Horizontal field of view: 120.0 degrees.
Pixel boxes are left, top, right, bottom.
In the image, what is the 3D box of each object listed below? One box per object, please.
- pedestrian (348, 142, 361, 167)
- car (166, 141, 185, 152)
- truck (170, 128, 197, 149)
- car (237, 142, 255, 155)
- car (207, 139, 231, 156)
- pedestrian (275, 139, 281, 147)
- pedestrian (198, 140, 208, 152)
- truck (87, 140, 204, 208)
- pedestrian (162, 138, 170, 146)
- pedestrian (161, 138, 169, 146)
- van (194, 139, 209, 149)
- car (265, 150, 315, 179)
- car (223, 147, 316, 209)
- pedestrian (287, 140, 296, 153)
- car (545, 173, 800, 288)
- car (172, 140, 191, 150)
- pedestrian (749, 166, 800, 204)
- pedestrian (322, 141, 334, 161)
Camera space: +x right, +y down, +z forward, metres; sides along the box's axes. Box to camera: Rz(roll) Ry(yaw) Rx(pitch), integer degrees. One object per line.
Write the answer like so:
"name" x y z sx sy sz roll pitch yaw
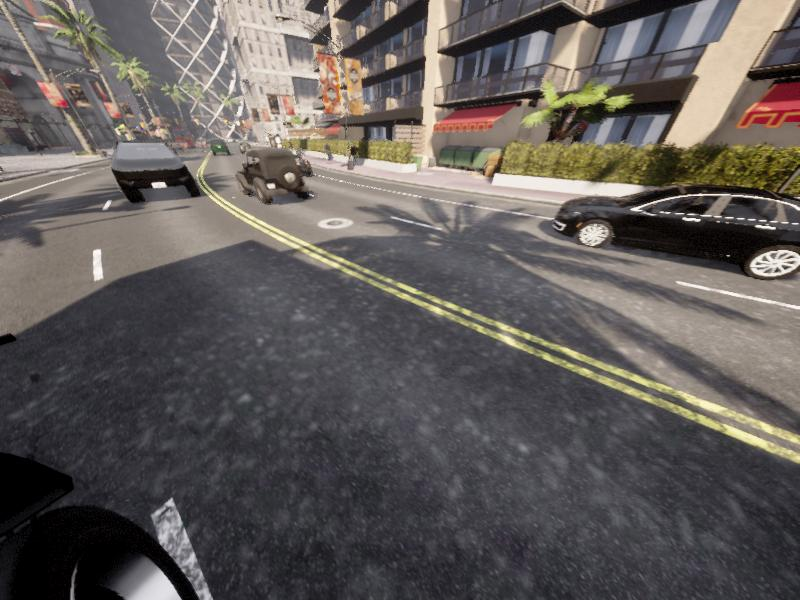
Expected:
"pedestrian" -4.083 -13.163 20.858 0.751 1.860 0.751 -23 41 -30
"car" -41.935 -28.722 43.223 1.789 1.549 3.705 -20 40 -27
"truck" -53.509 -40.058 57.346 2.891 3.827 8.468 -20 40 -27
"car" -25.378 -24.988 38.059 1.851 1.617 3.988 -20 40 -27
"car" -27.304 -23.162 35.028 2.150 2.045 5.566 -19 39 -25
"pedestrian" -35.209 -45.237 66.707 0.751 1.860 0.751 -26 43 -32
"pedestrian" -36.509 -28.552 42.755 0.751 1.860 0.751 -21 40 -27
"truck" -11.494 -6.208 10.880 2.390 2.098 6.274 -25 42 -32
"pedestrian" -65.209 -44.038 64.309 0.751 1.860 0.751 -27 43 -34
"pedestrian" -64.948 -43.693 63.817 0.751 1.860 0.751 -5 35 -8
"van" -46.208 -36.448 53.879 1.775 1.987 4.442 -20 40 -27
"car" -7.988 -9.847 16.692 1.970 1.475 3.806 -24 42 -31
"car" -5.690 -5.451 10.054 3.866 1.878 1.905 30 44 35
"pedestrian" -17.869 -25.324 38.114 0.751 1.860 0.751 -21 40 -28
"car" 6.552 -1.886 5.455 4.892 1.490 1.837 21 40 27
"car" -47.806 -34.091 50.652 2.097 1.767 4.553 -20 40 -27
"pedestrian" 16.007 -4.840 9.712 0.751 1.300 0.751 22 40 27
"pedestrian" -8.057 -16.735 25.928 0.751 1.860 0.751 -20 40 -27
